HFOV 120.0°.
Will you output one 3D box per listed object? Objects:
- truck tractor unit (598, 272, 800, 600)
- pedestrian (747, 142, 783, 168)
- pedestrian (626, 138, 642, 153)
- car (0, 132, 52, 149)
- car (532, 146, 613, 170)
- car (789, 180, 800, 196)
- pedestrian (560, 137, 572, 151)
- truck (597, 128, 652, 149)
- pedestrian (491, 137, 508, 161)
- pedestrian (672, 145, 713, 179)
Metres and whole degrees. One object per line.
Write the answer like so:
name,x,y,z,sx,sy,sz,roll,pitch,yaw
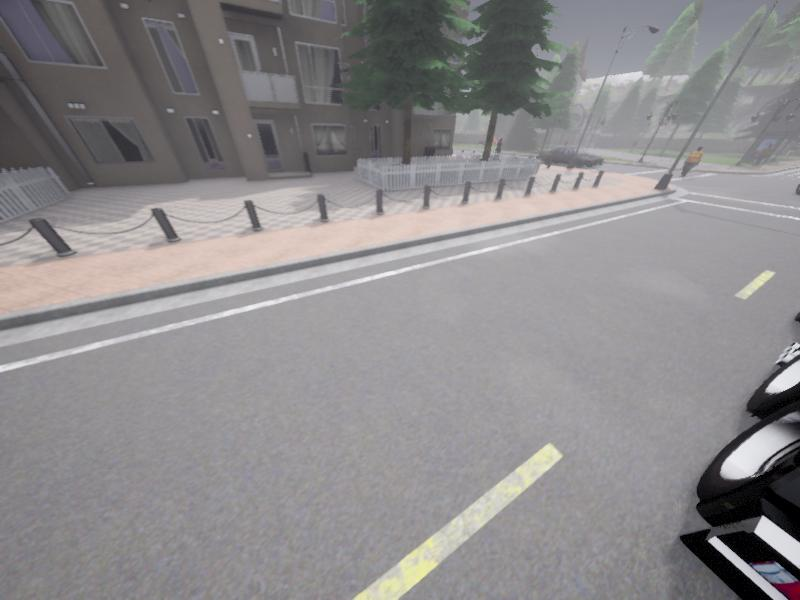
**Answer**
truck tractor unit,5.151,-0.256,0.739,6.516,4.208,3.053,-17,41,-23
pedestrian,32.125,-12.803,20.398,0.751,1.860,0.751,28,44,32
pedestrian,35.241,-23.241,34.783,0.751,1.860,0.751,14,38,17
car,-46.568,-19.570,28.291,2.038,1.542,4.974,-14,38,-20
car,15.135,-12.850,20.707,2.033,1.411,5.357,-16,39,-22
car,19.594,-4.921,9.354,2.150,2.045,5.566,28,44,32
pedestrian,27.186,-25.568,37.840,0.751,1.860,0.751,6,36,6
truck,53.594,-38.910,55.494,2.891,3.827,8.468,-27,45,-33
pedestrian,9.266,-14.068,21.539,0.751,1.860,0.751,-17,40,-23
pedestrian,19.219,-9.097,15.214,0.751,1.860,0.751,-16,39,-22
